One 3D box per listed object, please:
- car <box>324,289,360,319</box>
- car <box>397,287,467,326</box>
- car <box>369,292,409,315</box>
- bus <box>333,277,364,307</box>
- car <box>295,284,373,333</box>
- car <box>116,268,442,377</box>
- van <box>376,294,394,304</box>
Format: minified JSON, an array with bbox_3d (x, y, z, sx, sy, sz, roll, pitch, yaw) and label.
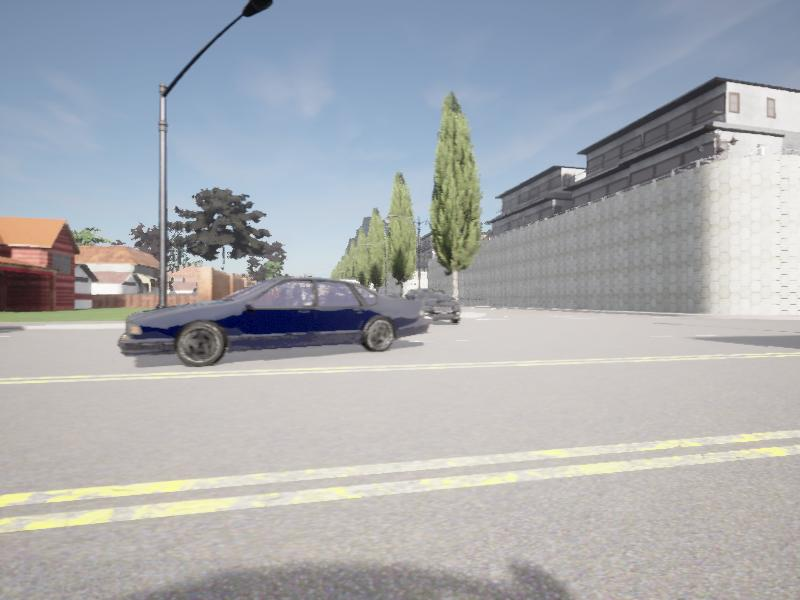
[{"bbox_3d":[-3.422,0.213,23.187,1.789,1.549,3.705,0,0,-12],"label":"car"},{"bbox_3d":[1.236,0.245,18.014,1.837,1.490,4.892,0,0,-12],"label":"car"},{"bbox_3d":[-0.879,0.228,28.032,2.007,1.525,4.514,0,0,-12],"label":"car"},{"bbox_3d":[-8.251,-1.138,63.064,3.944,4.253,10.273,0,0,-12],"label":"bus"},{"bbox_3d":[-2.106,0.252,13.944,1.970,1.475,3.806,0,0,2],"label":"car"},{"bbox_3d":[-1.962,0.294,7.464,5.357,1.411,2.033,0,0,-33],"label":"car"},{"bbox_3d":[-3.809,-0.326,101.933,1.988,2.561,5.915,0,1,-30],"label":"van"}]
